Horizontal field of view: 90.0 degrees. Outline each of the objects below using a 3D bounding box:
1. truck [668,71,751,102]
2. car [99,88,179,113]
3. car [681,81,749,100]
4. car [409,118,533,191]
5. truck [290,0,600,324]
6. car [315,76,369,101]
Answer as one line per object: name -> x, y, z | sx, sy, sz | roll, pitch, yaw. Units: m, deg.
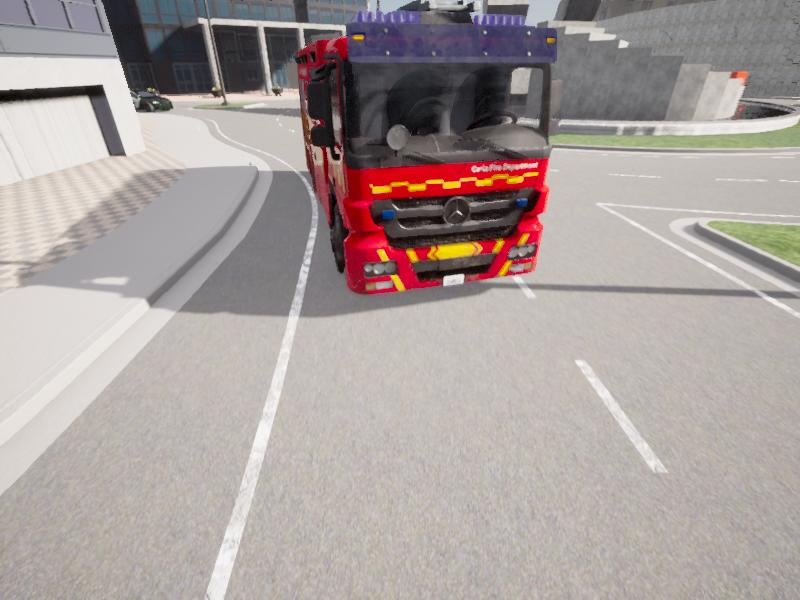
truck -> 29.836, -20.754, 38.811 | 2.627, 2.467, 5.204 | -16, 34, -27
car -> -20.223, -15.524, 31.121 | 4.974, 1.542, 2.038 | 7, 31, 13
car -> 32.255, -21.604, 41.173 | 1.882, 1.535, 5.008 | -17, 34, -26
car -> 2.007, -4.829, 12.874 | 1.994, 1.385, 4.181 | -11, 32, -18
truck -> -0.379, -3.581, 8.330 | 2.891, 3.827, 8.468 | -8, 31, -13
car -> -5.941, -22.147, 41.834 | 2.150, 2.045, 5.566 | 21, 37, 33
